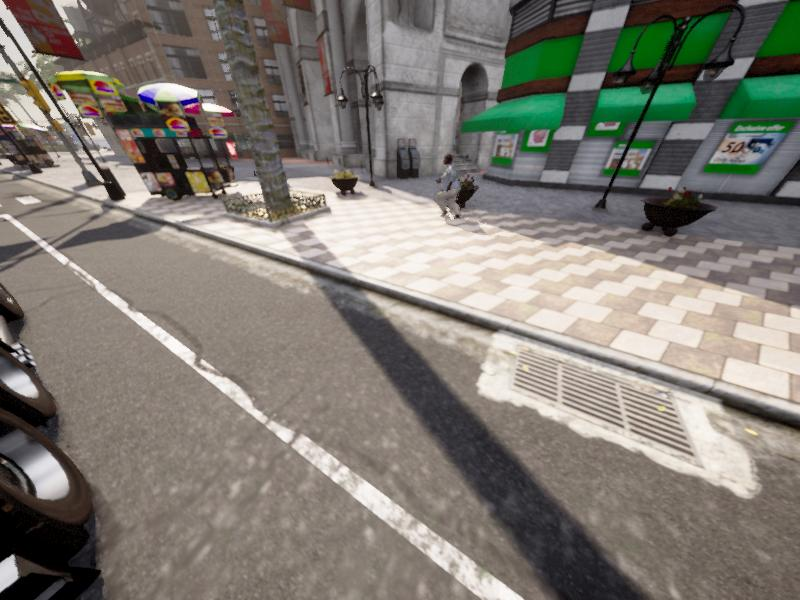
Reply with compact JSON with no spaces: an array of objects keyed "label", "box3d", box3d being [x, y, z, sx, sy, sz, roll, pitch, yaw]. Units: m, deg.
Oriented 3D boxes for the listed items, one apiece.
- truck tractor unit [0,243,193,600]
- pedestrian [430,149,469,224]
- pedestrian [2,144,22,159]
[{"label":"truck tractor unit","box3d":[-5.074,-0.337,0.830,6.516,4.208,3.053,20,40,26]},{"label":"pedestrian","box3d":[1.438,-3.375,6.900,0.751,1.860,0.751,16,38,23]},{"label":"pedestrian","box3d":[-57.679,-22.144,34.353,0.751,1.860,0.751,23,41,29]}]
